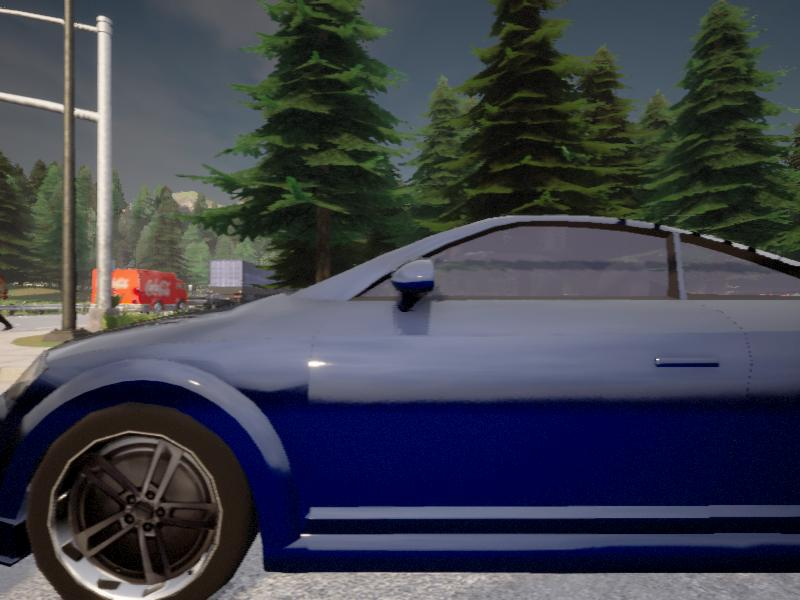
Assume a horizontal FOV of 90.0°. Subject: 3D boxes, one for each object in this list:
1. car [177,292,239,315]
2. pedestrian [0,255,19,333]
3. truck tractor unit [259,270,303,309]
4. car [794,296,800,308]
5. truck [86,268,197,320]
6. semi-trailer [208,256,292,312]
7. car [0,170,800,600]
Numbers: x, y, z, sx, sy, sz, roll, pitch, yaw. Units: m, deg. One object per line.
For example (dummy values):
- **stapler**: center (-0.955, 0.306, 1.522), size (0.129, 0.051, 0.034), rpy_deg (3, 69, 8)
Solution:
- **car**: center (-13.621, 0.223, 28.791), size (2.128, 1.511, 4.902), rpy_deg (0, 0, 0)
- **pedestrian**: center (-9.875, -0.140, 9.612), size (0.751, 1.860, 0.751), rpy_deg (0, 0, 13)
- **truck tractor unit**: center (-13.583, -1.138, 46.142), size (3.053, 4.208, 6.516), rpy_deg (0, 0, 1)
- **car**: center (50.276, 0.234, 47.858), size (1.812, 1.442, 4.674), rpy_deg (0, 0, 1)
- **truck**: center (-13.409, -0.270, 21.343), size (2.627, 2.467, 5.204), rpy_deg (0, 0, -1)
- **semi-trailer**: center (-13.585, -1.241, 38.230), size (2.717, 4.402, 14.254), rpy_deg (0, 0, 0)
- **car**: center (0.450, 0.308, 2.186), size (4.181, 1.385, 1.994), rpy_deg (0, 0, 0)
